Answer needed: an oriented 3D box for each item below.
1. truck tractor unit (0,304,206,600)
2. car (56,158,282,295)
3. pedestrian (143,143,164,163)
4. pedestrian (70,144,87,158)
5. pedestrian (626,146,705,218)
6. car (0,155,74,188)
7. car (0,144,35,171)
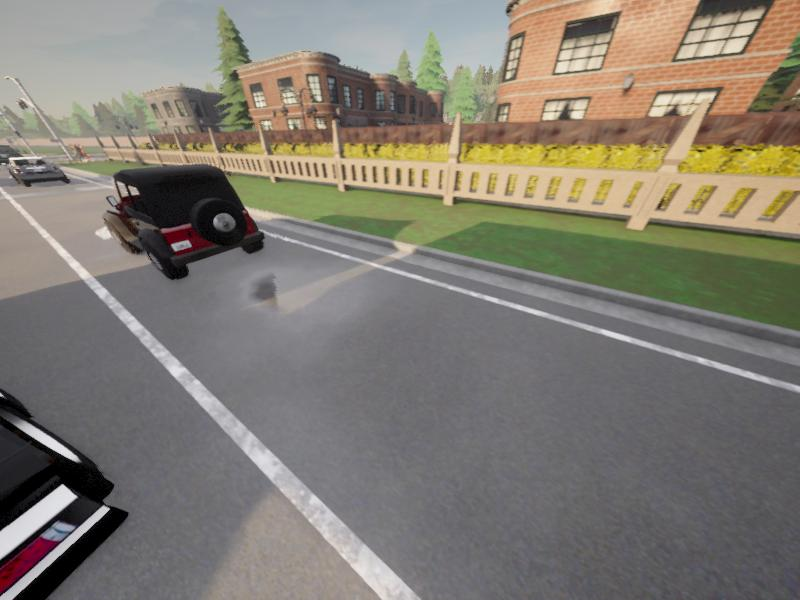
[{"bbox_3d":[-5.229,-0.161,0.582,6.516,4.208,3.053,13,37,18],"label":"truck tractor unit"},{"bbox_3d":[-4.924,-1.905,5.102,3.866,1.878,1.905,20,40,26],"label":"car"},{"bbox_3d":[-27.269,-16.264,25.572,0.751,1.860,0.751,20,40,26],"label":"pedestrian"},{"bbox_3d":[-50.499,-23.414,36.315,0.751,1.860,0.751,24,42,30],"label":"pedestrian"},{"bbox_3d":[8.001,-3.619,7.111,0.751,1.860,0.751,19,40,26],"label":"pedestrian"},{"bbox_3d":[-23.463,-8.326,14.844,3.806,1.475,1.970,20,40,26],"label":"car"},{"bbox_3d":[-39.493,-14.293,23.054,5.566,2.045,2.150,20,40,27],"label":"car"}]
